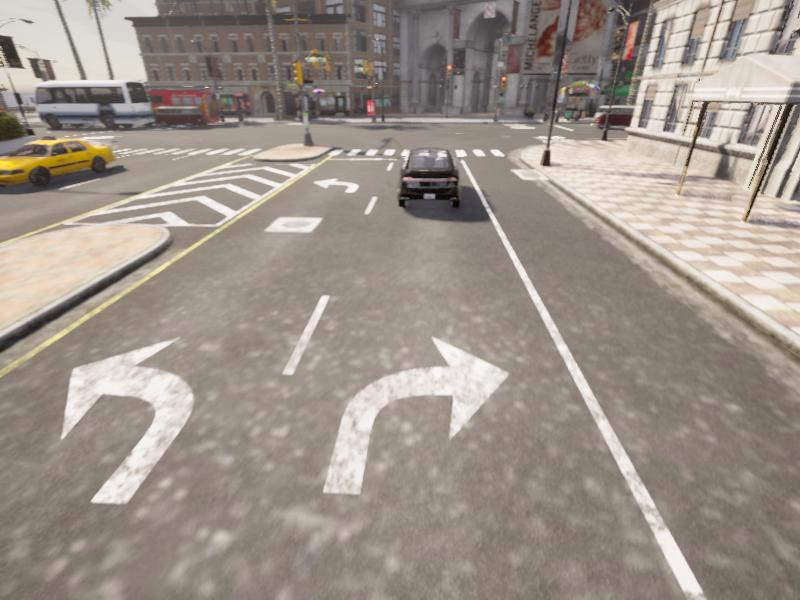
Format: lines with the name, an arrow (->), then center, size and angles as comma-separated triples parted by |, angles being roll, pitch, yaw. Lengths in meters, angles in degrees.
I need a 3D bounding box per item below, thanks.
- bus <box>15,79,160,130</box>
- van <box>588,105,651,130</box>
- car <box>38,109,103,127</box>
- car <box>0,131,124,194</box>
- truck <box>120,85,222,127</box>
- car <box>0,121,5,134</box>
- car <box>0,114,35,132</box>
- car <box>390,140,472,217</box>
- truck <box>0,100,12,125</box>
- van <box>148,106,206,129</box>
bus -> -30.283, -19.184, 39.365 | 10.273, 4.253, 3.944 | 2, 27, 4
van -> 20.127, -16.831, 36.887 | 4.442, 1.987, 1.775 | 2, 27, 4
car -> -35.794, -19.843, 43.527 | 5.238, 1.638, 1.930 | 2, 27, 3
car -> -13.890, -5.636, 15.900 | 1.801, 1.575, 5.366 | 1, 27, 3
truck -> -23.946, -20.485, 42.303 | 8.468, 3.827, 2.891 | 2, 27, 3
car -> -37.237, -15.005, 34.290 | 4.514, 1.525, 2.007 | 2, 27, 4
car -> -37.412, -16.581, 37.436 | 4.674, 1.442, 1.812 | 2, 27, 4
car -> 0.938, -4.096, 12.879 | 2.128, 1.511, 4.902 | 1, 27, 3
truck -> -46.854, -20.520, 43.999 | 5.204, 2.467, 2.627 | 1, 27, 4
van -> -21.936, -18.003, 39.480 | 4.442, 1.987, 1.775 | 2, 27, 3
